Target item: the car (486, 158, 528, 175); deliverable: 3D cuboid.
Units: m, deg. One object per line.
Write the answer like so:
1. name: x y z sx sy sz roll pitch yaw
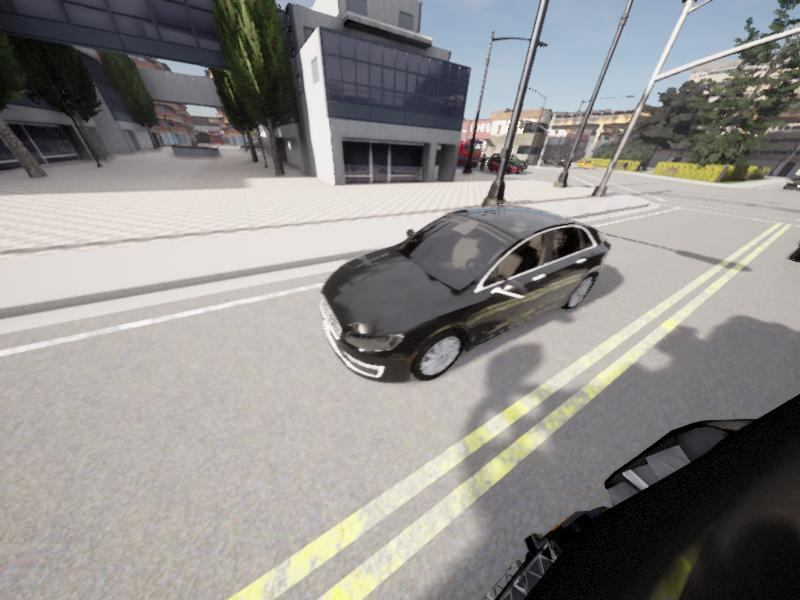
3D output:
1. car: 13.085 -16.457 28.458 1.816 1.474 4.193 -16 38 -26

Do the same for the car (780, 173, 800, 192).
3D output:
1. car: 47.047 -13.606 26.790 5.027 1.651 2.152 -16 38 -26

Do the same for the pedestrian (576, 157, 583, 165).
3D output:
1. pedestrian: 54.842 -42.425 70.421 0.751 1.860 0.751 3 33 0

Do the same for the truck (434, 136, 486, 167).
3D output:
1. truck: 9.607 -24.836 38.486 2.891 3.827 8.468 -16 39 -26

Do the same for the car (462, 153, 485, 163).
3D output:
1. car: 15.257 -29.660 48.222 1.994 1.385 4.181 -16 39 -26

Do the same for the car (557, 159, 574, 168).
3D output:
1. car: 39.195 -32.427 54.734 1.970 1.475 3.806 10 34 11

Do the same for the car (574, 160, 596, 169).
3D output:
1. car: 42.261 -31.125 52.917 1.801 1.575 5.366 10 34 10

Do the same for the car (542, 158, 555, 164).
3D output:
1. car: 42.916 -40.339 66.982 1.970 1.475 3.806 10 34 10

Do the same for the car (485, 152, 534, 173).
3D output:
1. car: 14.802 -18.891 31.727 2.150 2.045 5.566 -16 38 -26

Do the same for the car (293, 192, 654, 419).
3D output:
1. car: 1.287 -0.546 3.543 4.892 1.490 1.837 -17 38 -25

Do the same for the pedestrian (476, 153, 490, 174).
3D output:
1. pedestrian: 8.770 -14.424 24.444 0.751 1.860 0.751 -9 35 -17

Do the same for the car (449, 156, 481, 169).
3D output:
1. car: 9.391 -19.998 33.548 1.994 1.385 4.181 -16 38 -26

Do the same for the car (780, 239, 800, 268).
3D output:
1. car: 13.035 -1.719 6.095 4.611 1.667 2.242 -16 38 -26

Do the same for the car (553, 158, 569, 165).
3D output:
1. car: 46.516 -40.246 66.996 2.152 1.651 5.027 10 34 10
